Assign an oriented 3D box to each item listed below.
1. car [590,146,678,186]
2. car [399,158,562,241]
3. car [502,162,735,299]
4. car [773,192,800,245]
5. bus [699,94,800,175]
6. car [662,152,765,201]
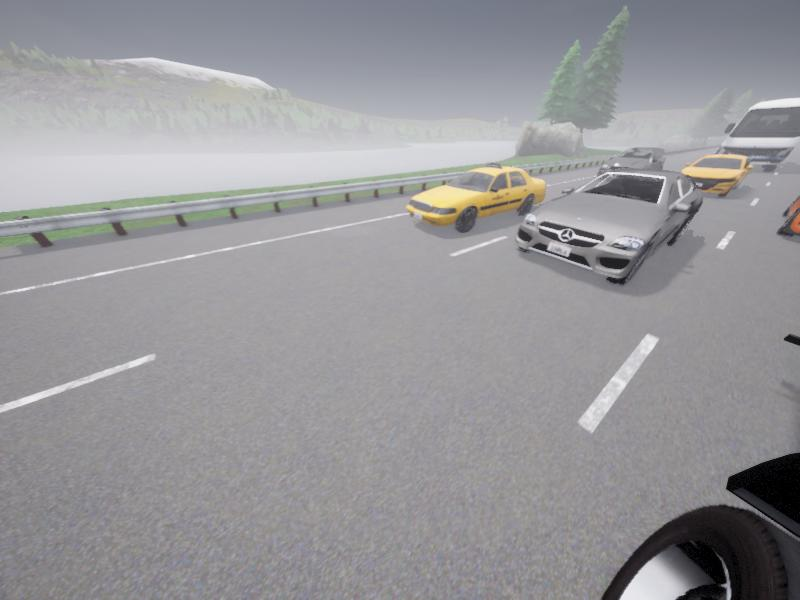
[{"bbox_3d":[14.184,-8.246,14.024,4.611,1.667,2.242,-22,41,-28],"label":"car"},{"bbox_3d":[2.695,-3.525,7.509,5.366,1.575,1.801,-22,41,-28],"label":"car"},{"bbox_3d":[5.029,-2.029,5.333,5.027,1.651,2.152,-22,41,-28],"label":"car"},{"bbox_3d":[12.125,-2.532,5.834,4.553,1.767,2.097,-22,41,-28],"label":"car"},{"bbox_3d":[28.849,-12.732,18.024,10.273,4.253,3.944,-22,40,-28],"label":"bus"},{"bbox_3d":[14.989,-6.057,11.029,5.008,1.535,1.882,-22,41,-28],"label":"car"}]
